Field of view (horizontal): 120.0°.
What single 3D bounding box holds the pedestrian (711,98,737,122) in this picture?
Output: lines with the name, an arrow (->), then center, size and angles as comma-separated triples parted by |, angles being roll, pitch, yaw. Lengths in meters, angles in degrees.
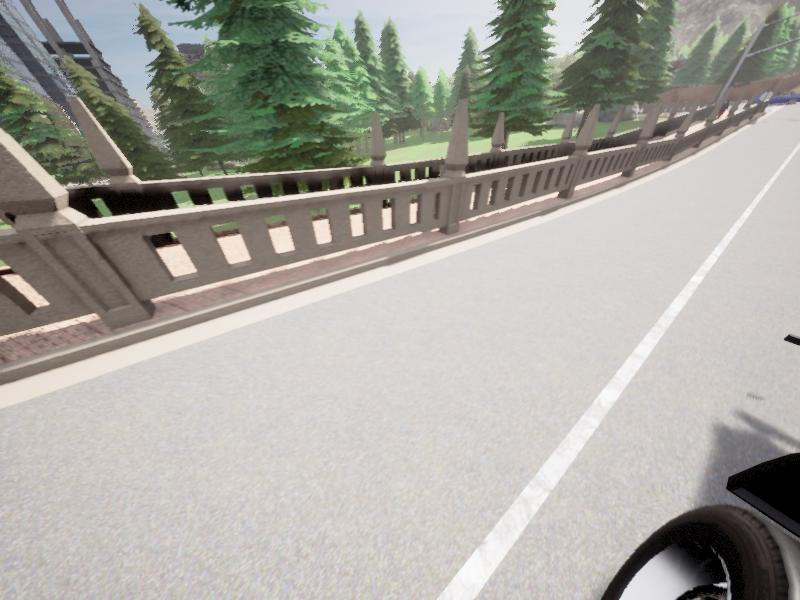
pedestrian -> 34.487, -20.247, 24.626 | 0.751, 1.860, 0.751 | -26, 42, -22

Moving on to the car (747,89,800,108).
car -> 51.309, -27.378, 31.296 | 2.007, 1.525, 4.514 | -31, 44, -26
